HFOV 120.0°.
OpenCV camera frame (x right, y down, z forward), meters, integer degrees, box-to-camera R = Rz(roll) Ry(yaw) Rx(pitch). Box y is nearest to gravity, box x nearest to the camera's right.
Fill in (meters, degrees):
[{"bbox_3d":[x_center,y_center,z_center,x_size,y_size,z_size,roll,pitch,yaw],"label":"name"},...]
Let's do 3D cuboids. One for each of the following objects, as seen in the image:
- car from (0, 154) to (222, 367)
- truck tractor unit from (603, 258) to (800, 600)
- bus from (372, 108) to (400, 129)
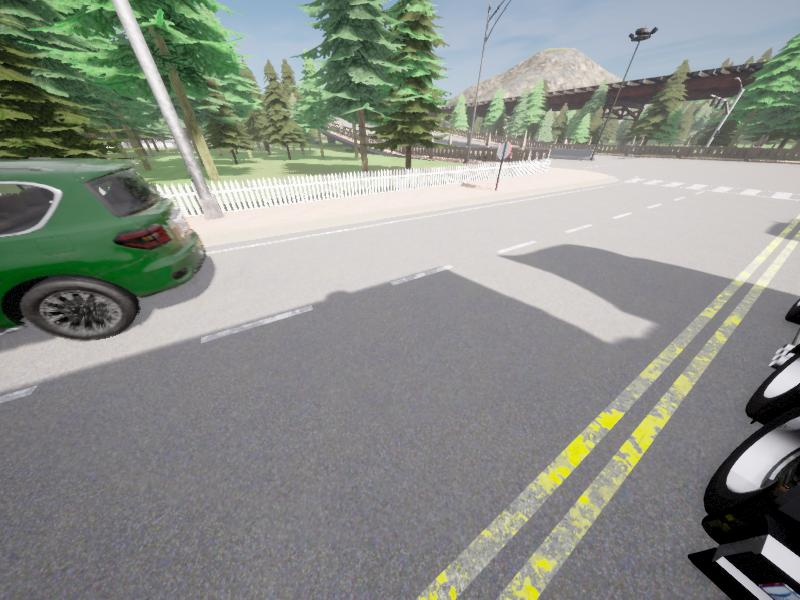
[{"bbox_3d":[-5.882,-0.393,2.726,5.566,2.045,2.150,-18,39,-24],"label":"car"},{"bbox_3d":[5.099,-0.313,0.797,6.516,4.208,3.053,-19,39,-25],"label":"truck tractor unit"},{"bbox_3d":[-4.664,-56.831,72.413,3.944,4.253,10.273,-20,47,-26],"label":"bus"}]
